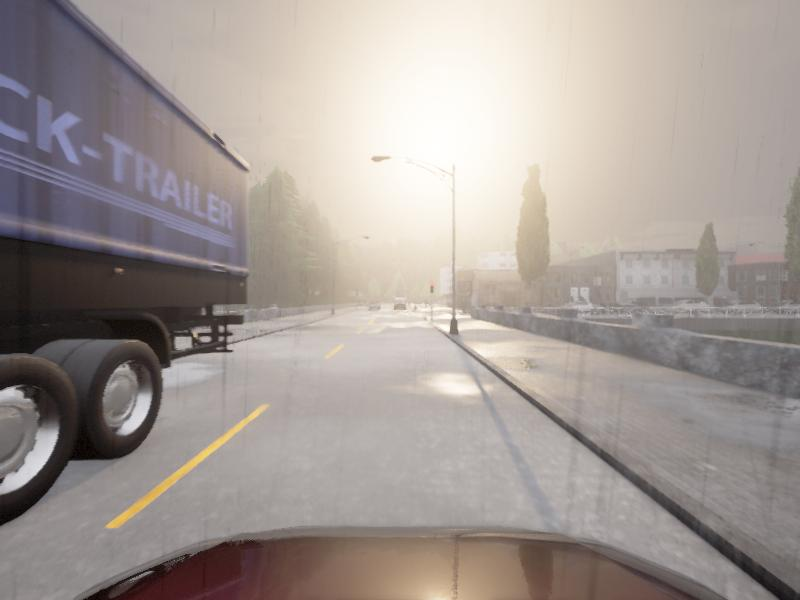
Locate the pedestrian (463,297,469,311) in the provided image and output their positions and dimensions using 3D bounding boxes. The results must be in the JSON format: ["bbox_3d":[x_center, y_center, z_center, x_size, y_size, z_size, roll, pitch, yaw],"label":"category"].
[{"bbox_3d":[8.823,0.523,53.398,0.751,1.860,0.751,0,0,10],"label":"pedestrian"}]

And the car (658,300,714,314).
[{"bbox_3d":[33.838,0.779,47.432,5.027,1.651,2.152,0,0,0],"label":"car"}]

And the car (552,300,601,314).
[{"bbox_3d":[20.837,0.824,47.392,4.974,1.542,2.038,0,0,0],"label":"car"}]

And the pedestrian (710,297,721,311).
[{"bbox_3d":[41.002,0.531,51.972,0.751,1.860,0.751,0,0,4],"label":"pedestrian"}]

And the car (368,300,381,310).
[{"bbox_3d":[-4.053,0.786,64.738,1.851,1.617,3.988,0,0,-1],"label":"car"}]

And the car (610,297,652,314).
[{"bbox_3d":[27.345,0.644,47.422,3.866,1.878,1.905,0,0,0],"label":"car"}]

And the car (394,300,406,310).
[{"bbox_3d":[-0.004,0.819,67.064,2.038,1.542,4.974,0,0,0],"label":"car"}]

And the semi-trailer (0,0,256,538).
[{"bbox_3d":[-4.013,-0.617,0.275,2.717,4.402,14.254,0,0,0],"label":"semi-trailer"}]

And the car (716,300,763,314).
[{"bbox_3d":[40.228,0.786,47.447,3.988,1.617,1.851,0,0,0],"label":"car"}]

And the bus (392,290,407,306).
[{"bbox_3d":[-0.126,-0.543,113.344,3.944,4.253,10.273,0,0,0],"label":"bus"}]
